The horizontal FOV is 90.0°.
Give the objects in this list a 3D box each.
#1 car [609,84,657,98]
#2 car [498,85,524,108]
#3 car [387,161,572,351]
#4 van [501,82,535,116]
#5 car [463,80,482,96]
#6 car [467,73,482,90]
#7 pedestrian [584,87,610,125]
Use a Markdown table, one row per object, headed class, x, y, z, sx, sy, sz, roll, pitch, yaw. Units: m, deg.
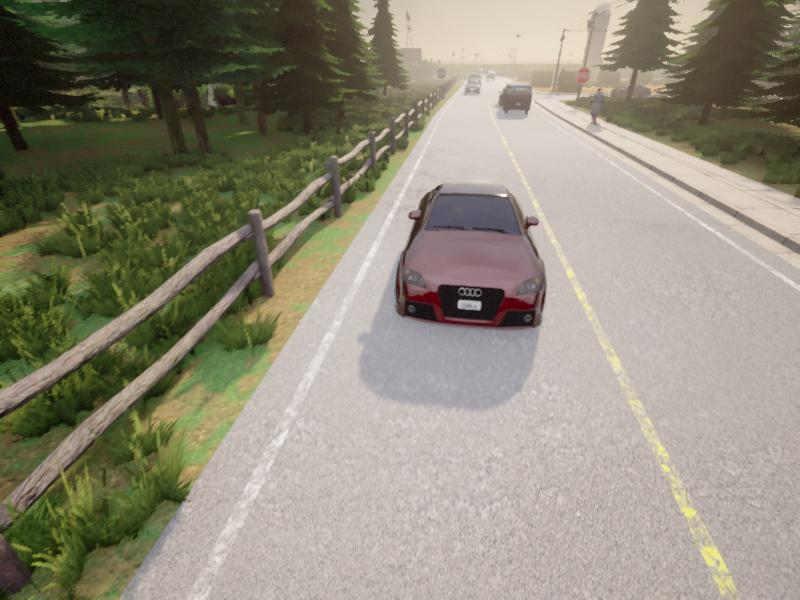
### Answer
| class | x | y | z | sx | sy | sz | roll | pitch | yaw |
| --- | --- | --- | --- | --- | --- | --- | --- | --- | --- |
| car | 26.934 | -24.281 | 46.432 | 4.181 | 1.385 | 1.994 | 3 | 30 | 5 |
| car | 9.814 | -18.110 | 35.538 | 1.837 | 1.490 | 4.892 | 6 | 31 | 9 |
| car | 1.140 | -1.088 | 6.515 | 1.994 | 1.385 | 4.181 | 4 | 31 | 7 |
| van | 8.762 | -15.227 | 30.115 | 1.775 | 1.987 | 4.442 | 5 | 31 | 8 |
| car | 8.955 | -26.085 | 49.149 | 2.128 | 1.511 | 4.902 | 5 | 31 | 8 |
| car | 11.663 | -34.215 | 62.524 | 2.150 | 2.045 | 5.566 | 5 | 31 | 8 |
| pedestrian | 11.068 | -10.893 | 22.513 | 0.751 | 1.860 | 0.751 | 4 | 31 | 6 |
